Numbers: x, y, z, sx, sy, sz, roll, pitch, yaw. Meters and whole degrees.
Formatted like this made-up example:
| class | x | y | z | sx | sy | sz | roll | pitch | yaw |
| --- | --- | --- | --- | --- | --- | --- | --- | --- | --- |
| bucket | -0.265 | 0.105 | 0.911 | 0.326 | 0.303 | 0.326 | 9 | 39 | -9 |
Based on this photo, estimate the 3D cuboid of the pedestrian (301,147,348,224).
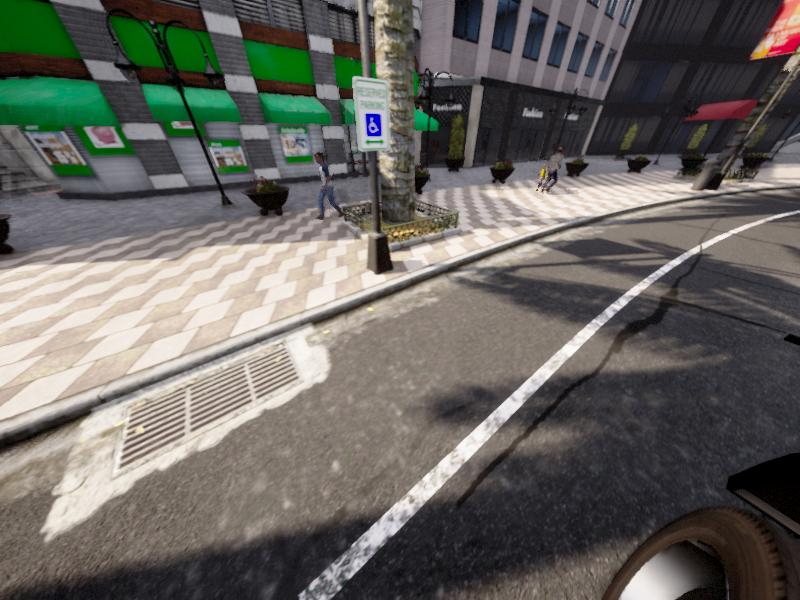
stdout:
| class | x | y | z | sx | sy | sz | roll | pitch | yaw |
| --- | --- | --- | --- | --- | --- | --- | --- | --- | --- |
| pedestrian | -2.138 | -3.310 | 6.701 | 0.751 | 1.860 | 0.751 | -25 | 42 | -31 |

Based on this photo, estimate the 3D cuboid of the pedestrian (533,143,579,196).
| class | x | y | z | sx | sy | sz | roll | pitch | yaw |
| --- | --- | --- | --- | --- | --- | --- | --- | --- | --- |
| pedestrian | 6.536 | -5.518 | 9.766 | 0.751 | 1.860 | 0.751 | -14 | 37 | -19 |

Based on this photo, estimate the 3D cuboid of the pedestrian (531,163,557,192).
| class | x | y | z | sx | sy | sz | roll | pitch | yaw |
| --- | --- | --- | --- | --- | --- | --- | --- | --- | --- |
| pedestrian | 6.555 | -5.622 | 10.573 | 0.500 | 1.100 | 0.500 | -15 | 38 | -19 |
